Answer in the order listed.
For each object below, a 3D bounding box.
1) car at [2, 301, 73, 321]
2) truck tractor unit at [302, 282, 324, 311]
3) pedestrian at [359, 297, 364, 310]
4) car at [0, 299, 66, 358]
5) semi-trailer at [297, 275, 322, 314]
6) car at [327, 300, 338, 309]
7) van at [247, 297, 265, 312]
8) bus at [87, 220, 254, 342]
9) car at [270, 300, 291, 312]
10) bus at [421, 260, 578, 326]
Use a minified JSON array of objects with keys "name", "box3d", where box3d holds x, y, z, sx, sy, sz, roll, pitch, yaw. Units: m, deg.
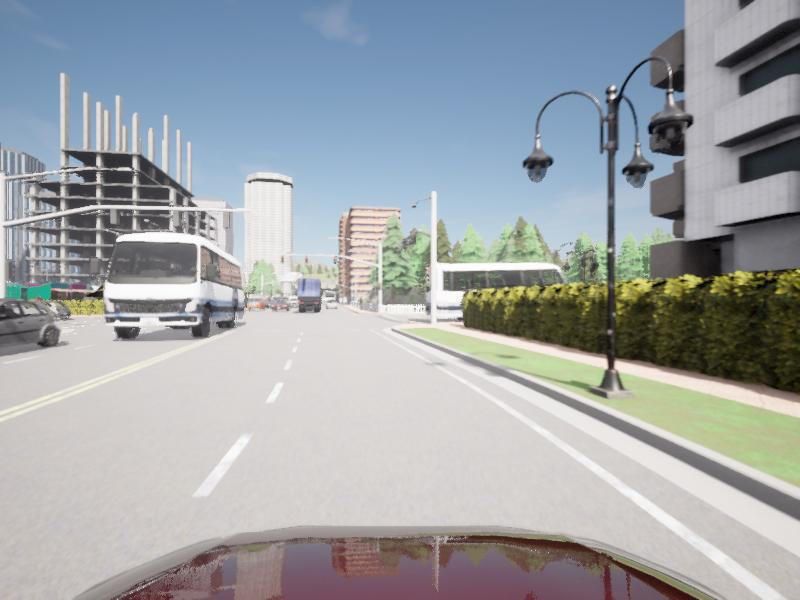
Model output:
[{"name":"car","box3d":[-27.770,0.829,30.742,3.633,1.501,1.845,0,0,-9]},{"name":"truck tractor unit","box3d":[-13.276,-0.539,61.177,3.053,4.208,6.516,0,1,-10]},{"name":"pedestrian","box3d":[-5.509,0.470,57.149,0.751,1.860,0.751,0,0,-11]},{"name":"car","box3d":[-12.071,0.789,11.687,1.851,1.617,3.988,0,0,-11]},{"name":"semi-trailer","box3d":[-11.862,-0.630,53.394,2.717,4.402,14.254,0,0,-10]},{"name":"car","box3d":[-11.932,0.770,70.135,1.851,1.617,3.988,0,0,-10]},{"name":"van","box3d":[-19.986,0.589,55.670,1.775,1.987,4.442,0,0,-10]},{"name":"bus","box3d":[-9.954,-0.522,19.324,3.944,4.253,10.273,0,-2,-12]},{"name":"car","box3d":[-16.207,0.769,54.449,2.152,1.651,5.027,0,0,-10]},{"name":"bus","box3d":[7.038,-0.533,29.179,10.273,4.253,3.944,-2,0,-9]}]
